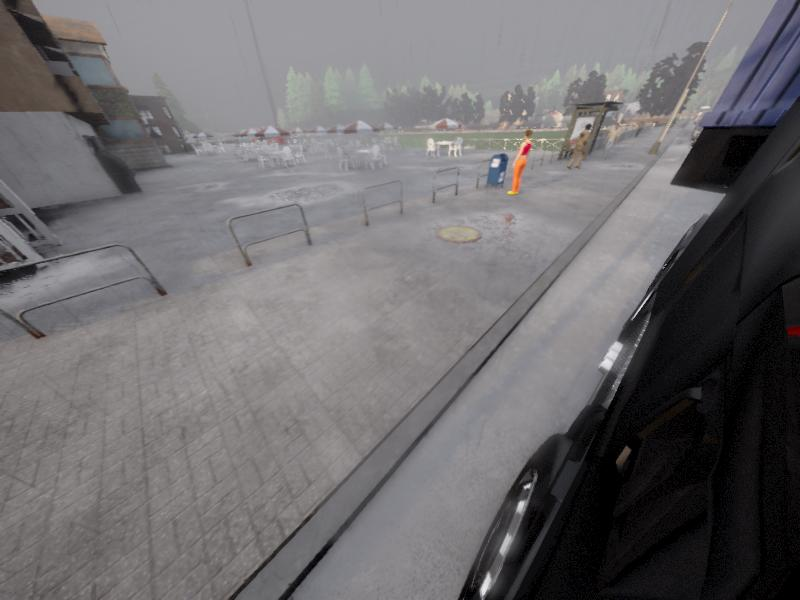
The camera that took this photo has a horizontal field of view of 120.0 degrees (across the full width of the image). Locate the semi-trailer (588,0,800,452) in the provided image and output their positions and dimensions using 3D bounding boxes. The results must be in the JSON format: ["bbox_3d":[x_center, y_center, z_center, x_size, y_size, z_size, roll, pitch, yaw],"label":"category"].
[{"bbox_3d":[10.047,-1.807,1.739,14.254,4.402,2.717,-6,37,-5],"label":"semi-trailer"}]

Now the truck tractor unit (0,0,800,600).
[{"bbox_3d":[2.645,-0.295,0.351,6.516,4.208,3.053,-28,44,-30],"label":"truck tractor unit"}]

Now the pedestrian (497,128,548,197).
[{"bbox_3d":[3.977,-4.511,7.637,0.751,1.860,0.751,-12,38,-12],"label":"pedestrian"}]

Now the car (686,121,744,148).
[{"bbox_3d":[25.356,-13.418,18.698,4.902,1.511,2.128,-31,45,-33],"label":"car"}]

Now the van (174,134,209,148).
[{"bbox_3d":[-53.547,-40.996,59.370,5.915,2.561,1.988,-32,46,-33],"label":"van"}]

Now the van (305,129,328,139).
[{"bbox_3d":[-27.075,-54.197,75.456,6.366,2.431,2.351,-32,46,-33],"label":"van"}]

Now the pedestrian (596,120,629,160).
[{"bbox_3d":[12.571,-9.440,13.677,0.751,1.860,0.751,25,45,32],"label":"pedestrian"}]

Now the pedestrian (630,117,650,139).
[{"bbox_3d":[26.242,-18.761,25.257,0.751,1.860,0.751,30,47,35],"label":"pedestrian"}]

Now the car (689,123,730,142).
[{"bbox_3d":[30.207,-16.460,22.633,4.718,1.301,1.895,-32,46,-33],"label":"car"}]

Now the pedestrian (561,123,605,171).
[{"bbox_3d":[8.710,-7.326,11.098,0.751,1.860,0.751,-9,37,-8],"label":"pedestrian"}]

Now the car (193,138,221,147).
[{"bbox_3d":[-48.991,-40.058,58.668,4.974,1.542,2.038,-32,46,-33],"label":"car"}]

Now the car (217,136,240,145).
[{"bbox_3d":[-47.657,-44.373,64.170,4.553,1.767,2.097,-32,46,-33],"label":"car"}]
